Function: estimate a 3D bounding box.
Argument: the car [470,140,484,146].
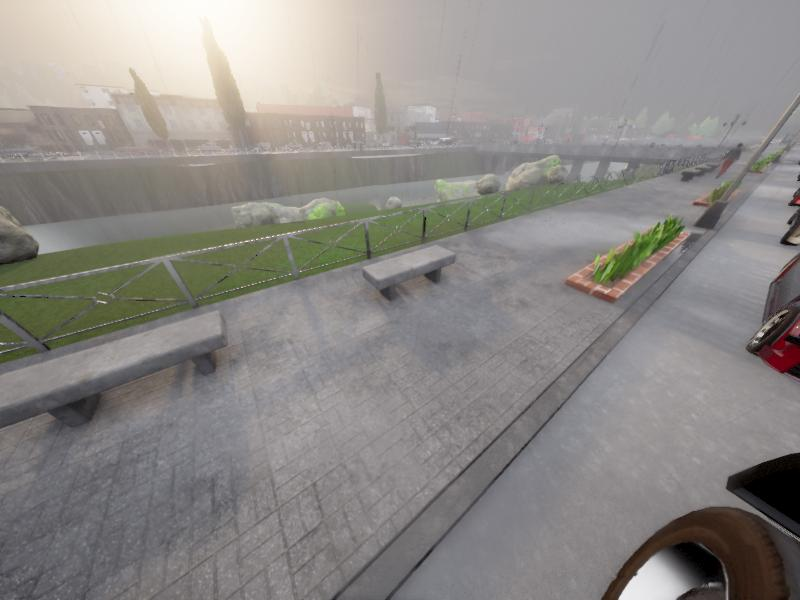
[{"bbox_3d":[25.056,-51.008,74.943,3.806,1.475,1.970,-22,41,-28],"label":"car"}]

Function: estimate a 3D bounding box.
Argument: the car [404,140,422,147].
[{"bbox_3d":[3.648,-45.163,66.664,5.008,1.535,1.882,-22,41,-28],"label":"car"}]

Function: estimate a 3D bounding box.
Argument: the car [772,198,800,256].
[{"bbox_3d":[11.343,-2.096,5.489,4.514,1.525,2.007,-22,41,-28],"label":"car"}]

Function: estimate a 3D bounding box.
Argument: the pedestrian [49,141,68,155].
[{"bbox_3d":[-54.612,-24.295,36.931,0.751,1.860,0.751,10,36,14],"label":"pedestrian"}]

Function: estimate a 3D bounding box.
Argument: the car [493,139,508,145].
[{"bbox_3d":[35.138,-55.217,80.632,5.238,1.638,1.930,-22,41,-28],"label":"car"}]

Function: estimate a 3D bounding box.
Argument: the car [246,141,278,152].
[{"bbox_3d":[-28.762,-32.004,48.113,5.238,1.638,1.930,-22,41,-28],"label":"car"}]

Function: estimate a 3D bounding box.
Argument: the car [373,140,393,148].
[{"bbox_3d":[-4.625,-41.816,61.922,4.974,1.542,2.038,-22,41,-28],"label":"car"}]

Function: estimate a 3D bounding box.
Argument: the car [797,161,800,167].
[{"bbox_3d":[37.451,-12.726,20.392,5.008,1.535,1.882,-22,41,-28],"label":"car"}]

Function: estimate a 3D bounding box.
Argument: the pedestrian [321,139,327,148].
[{"bbox_3d":[-19.783,-40.801,60.151,0.751,1.860,0.751,-23,41,-29],"label":"pedestrian"}]

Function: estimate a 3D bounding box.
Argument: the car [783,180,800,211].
[{"bbox_3d":[16.844,-4.335,8.629,4.514,1.525,2.007,-22,41,-28],"label":"car"}]

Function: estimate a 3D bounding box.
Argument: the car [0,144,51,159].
[{"bbox_3d":[-54.928,-21.341,33.168,4.856,1.649,2.033,-22,41,-28],"label":"car"}]

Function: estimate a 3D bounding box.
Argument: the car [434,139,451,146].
[{"bbox_3d":[13.408,-49.180,72.210,5.238,1.638,1.930,-22,41,-28],"label":"car"}]

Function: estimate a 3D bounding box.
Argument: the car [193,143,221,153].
[{"bbox_3d":[-36.468,-28.796,43.753,3.806,1.475,1.970,-22,41,-28],"label":"car"}]

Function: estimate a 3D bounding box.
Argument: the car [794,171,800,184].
[{"bbox_3d":[24.957,-7.615,13.276,4.193,1.474,1.816,-22,41,-28],"label":"car"}]

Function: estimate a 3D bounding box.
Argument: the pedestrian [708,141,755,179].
[{"bbox_3d":[19.657,-8.313,13.745,0.751,1.860,0.751,-22,41,-28],"label":"pedestrian"}]

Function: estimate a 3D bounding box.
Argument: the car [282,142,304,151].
[{"bbox_3d":[-23.603,-34.035,51.104,3.806,1.475,1.970,-22,41,-28],"label":"car"}]

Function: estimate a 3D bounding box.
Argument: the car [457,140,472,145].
[{"bbox_3d":[21.285,-52.332,76.750,4.892,1.490,1.837,-22,41,-28],"label":"car"}]

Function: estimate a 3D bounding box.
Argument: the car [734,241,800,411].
[{"bbox_3d":[6.073,0.127,2.533,4.181,1.385,1.994,-22,41,-28],"label":"car"}]

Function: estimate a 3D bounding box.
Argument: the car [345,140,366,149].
[{"bbox_3d":[-11.148,-39.182,58.178,4.856,1.649,2.033,-22,41,-28],"label":"car"}]

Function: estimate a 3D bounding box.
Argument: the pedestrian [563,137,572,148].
[{"bbox_3d":[36.953,-34.690,50.832,0.751,1.860,0.751,-18,39,-23],"label":"pedestrian"}]

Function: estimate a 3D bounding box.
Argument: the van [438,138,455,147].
[{"bbox_3d":[13.763,-46.673,68.306,4.480,2.038,2.069,-22,41,-28],"label":"van"}]

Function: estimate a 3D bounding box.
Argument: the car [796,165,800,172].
[{"bbox_3d":[31.655,-10.364,17.086,3.633,1.501,1.845,-22,41,-28],"label":"car"}]

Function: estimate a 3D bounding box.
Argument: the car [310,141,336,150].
[{"bbox_3d":[-17.977,-36.397,54.276,5.238,1.638,1.930,-22,41,-28],"label":"car"}]

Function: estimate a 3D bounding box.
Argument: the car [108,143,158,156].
[{"bbox_3d":[-44.778,-25.473,38.967,5.027,1.651,2.152,-22,41,-28],"label":"car"}]
